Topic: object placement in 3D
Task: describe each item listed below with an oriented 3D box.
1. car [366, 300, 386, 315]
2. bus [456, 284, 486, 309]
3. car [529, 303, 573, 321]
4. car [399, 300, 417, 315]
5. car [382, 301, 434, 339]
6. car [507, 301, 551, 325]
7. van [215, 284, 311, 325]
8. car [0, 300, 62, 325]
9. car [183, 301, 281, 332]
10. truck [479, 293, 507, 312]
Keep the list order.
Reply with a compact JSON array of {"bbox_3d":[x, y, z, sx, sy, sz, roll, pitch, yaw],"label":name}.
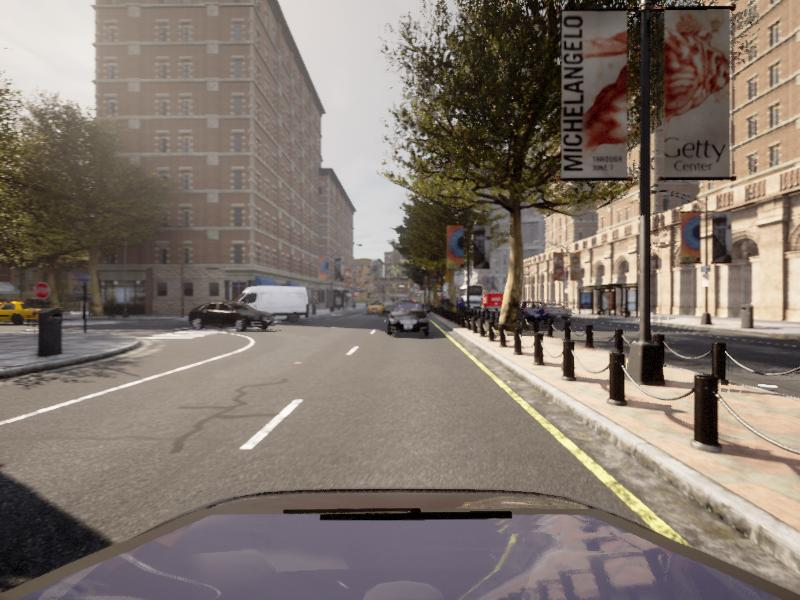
[{"bbox_3d":[-2.598,0.795,44.689,1.801,1.575,5.366,0,0,1],"label":"car"},{"bbox_3d":[12.856,-0.547,73.589,3.944,4.253,10.273,0,0,1],"label":"bus"},{"bbox_3d":[12.166,0.940,32.665,1.895,1.301,4.718,0,0,1],"label":"car"},{"bbox_3d":[0.884,0.782,43.958,1.851,1.617,3.988,0,0,1],"label":"car"},{"bbox_3d":[0.390,0.833,18.928,2.128,1.511,4.902,0,0,1],"label":"car"},{"bbox_3d":[8.551,0.824,26.796,1.845,1.501,3.633,0,0,1],"label":"car"},{"bbox_3d":[-9.366,0.320,27.582,5.915,2.561,1.988,1,0,-32],"label":"van"},{"bbox_3d":[-25.620,0.796,26.237,5.366,1.575,1.801,0,0,0],"label":"car"},{"bbox_3d":[-8.904,0.843,21.143,4.892,1.490,1.837,-1,-2,23],"label":"car"},{"bbox_3d":[12.599,0.349,54.603,2.627,2.467,5.204,0,0,1],"label":"truck"}]
